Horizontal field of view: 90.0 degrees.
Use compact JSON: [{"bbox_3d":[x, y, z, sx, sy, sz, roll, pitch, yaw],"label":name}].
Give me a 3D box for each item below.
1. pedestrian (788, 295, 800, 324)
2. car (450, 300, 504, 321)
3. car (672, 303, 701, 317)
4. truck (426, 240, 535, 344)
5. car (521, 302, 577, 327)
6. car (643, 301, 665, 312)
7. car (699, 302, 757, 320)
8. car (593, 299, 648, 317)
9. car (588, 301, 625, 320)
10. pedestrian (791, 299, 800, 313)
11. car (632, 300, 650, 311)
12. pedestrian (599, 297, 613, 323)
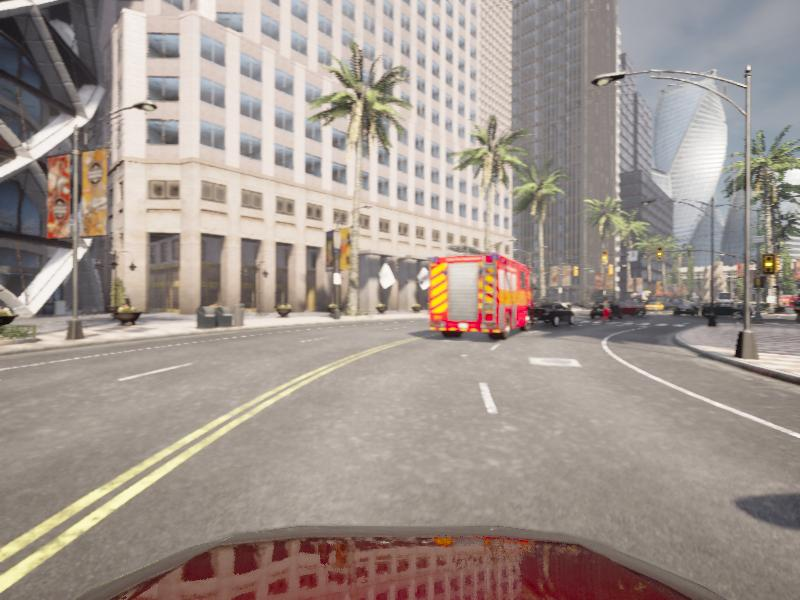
[{"bbox_3d":[26.103,0.622,26.133,0.751,1.860,0.751,0,0,-2],"label":"pedestrian"},{"bbox_3d":[6.465,0.837,33.204,1.801,1.575,5.366,0,0,43],"label":"car"},{"bbox_3d":[32.085,1.075,44.785,1.994,1.385,4.181,0,0,44],"label":"car"},{"bbox_3d":[4.276,-0.297,19.078,2.891,3.827,8.468,0,0,27],"label":"truck"},{"bbox_3d":[9.971,0.898,26.484,1.837,1.490,4.892,0,0,42],"label":"car"},{"bbox_3d":[40.406,1.034,63.571,1.801,1.575,5.366,0,0,44],"label":"car"},{"bbox_3d":[30.217,0.974,36.982,1.789,1.549,3.705,0,0,-28],"label":"car"},{"bbox_3d":[22.643,0.814,41.230,4.553,1.767,2.097,0,0,6],"label":"car"},{"bbox_3d":[18.386,0.886,35.551,1.851,1.617,3.988,0,0,44],"label":"car"},{"bbox_3d":[50.188,0.748,50.735,0.751,1.860,0.751,0,0,42],"label":"pedestrian"},{"bbox_3d":[42.872,0.883,71.198,1.905,1.878,3.866,0,0,44],"label":"car"},{"bbox_3d":[15.193,0.718,29.487,0.751,1.860,0.751,0,0,43],"label":"pedestrian"}]
